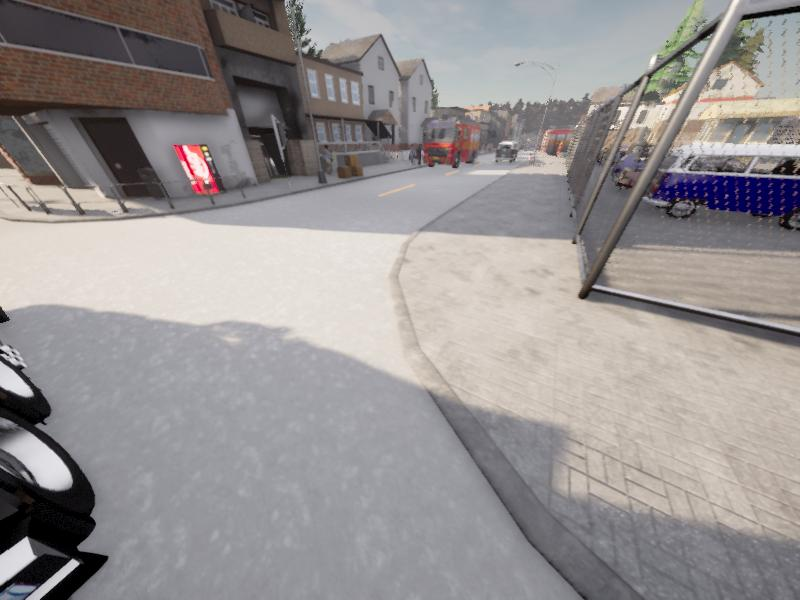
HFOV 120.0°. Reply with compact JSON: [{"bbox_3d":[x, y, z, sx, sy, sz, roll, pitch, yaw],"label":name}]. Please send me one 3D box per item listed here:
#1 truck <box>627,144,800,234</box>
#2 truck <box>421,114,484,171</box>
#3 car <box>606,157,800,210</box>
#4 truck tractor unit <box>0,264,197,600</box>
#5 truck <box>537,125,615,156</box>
[{"bbox_3d":[10.571,-3.533,7.072,4.478,2.038,2.069,18,39,24],"label":"truck"},{"bbox_3d":[5.305,-15.302,22.549,2.891,3.827,8.468,18,39,24],"label":"truck"},{"bbox_3d":[12.697,-5.200,9.989,5.357,1.415,2.033,18,39,24],"label":"car"},{"bbox_3d":[-5.110,-0.302,0.778,6.516,4.208,3.053,18,39,24],"label":"truck tractor unit"},{"bbox_3d":[27.056,-24.855,36.068,8.468,3.827,2.891,6,35,8],"label":"truck"}]
